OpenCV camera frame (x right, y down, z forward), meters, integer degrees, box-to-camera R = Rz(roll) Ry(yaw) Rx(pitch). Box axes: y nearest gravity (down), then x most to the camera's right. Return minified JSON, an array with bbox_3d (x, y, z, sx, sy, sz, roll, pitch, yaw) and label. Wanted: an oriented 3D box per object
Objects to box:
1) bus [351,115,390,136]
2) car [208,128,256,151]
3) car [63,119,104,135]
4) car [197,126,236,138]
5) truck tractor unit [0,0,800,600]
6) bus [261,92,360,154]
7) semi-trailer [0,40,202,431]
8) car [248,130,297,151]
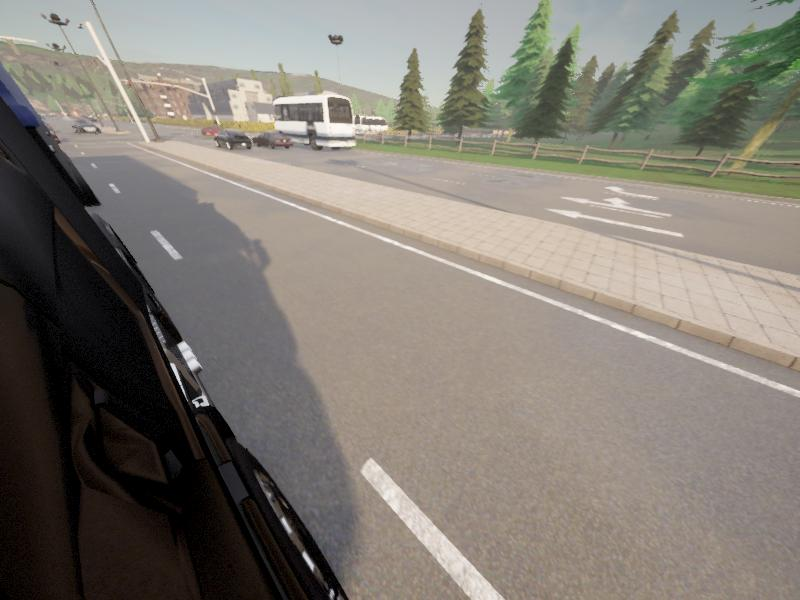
[{"bbox_3d":[-7.729,-47.072,62.579,3.944,4.253,10.273,29,44,31],"label":"bus"},{"bbox_3d":[-15.849,-15.139,21.764,4.892,1.490,1.837,28,44,30],"label":"car"},{"bbox_3d":[-43.882,-24.057,32.059,4.856,1.649,2.033,21,42,24],"label":"car"},{"bbox_3d":[-28.489,-26.200,35.970,4.181,1.385,1.994,-28,46,-34],"label":"car"},{"bbox_3d":[-2.645,-0.295,0.351,6.516,4.208,3.053,28,44,30],"label":"truck tractor unit"},{"bbox_3d":[-9.275,-18.170,23.869,10.273,4.253,3.944,28,44,30],"label":"bus"},{"bbox_3d":[-8.739,-3.555,4.219,14.254,4.402,2.717,27,43,30],"label":"semi-trailer"},{"bbox_3d":[-13.080,-16.372,23.646,5.357,1.411,2.033,28,44,30],"label":"car"}]
